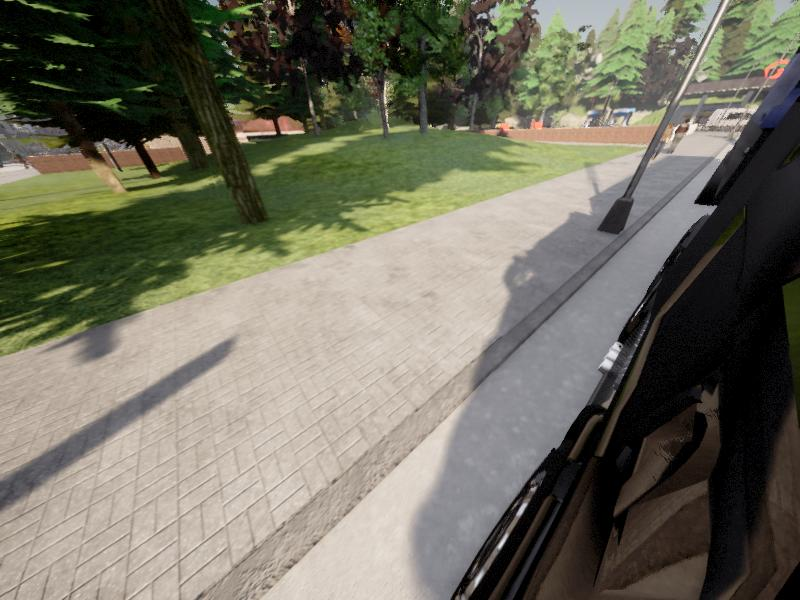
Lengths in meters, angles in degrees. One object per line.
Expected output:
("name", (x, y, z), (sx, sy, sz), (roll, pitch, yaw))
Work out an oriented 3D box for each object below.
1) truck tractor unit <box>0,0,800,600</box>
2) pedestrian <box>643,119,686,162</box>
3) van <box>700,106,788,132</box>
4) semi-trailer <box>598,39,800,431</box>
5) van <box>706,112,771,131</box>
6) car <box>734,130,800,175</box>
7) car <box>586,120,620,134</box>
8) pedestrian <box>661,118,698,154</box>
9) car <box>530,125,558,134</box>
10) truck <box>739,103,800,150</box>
("truck tractor unit", (2.645, -0.295, 0.351), (6.516, 4.208, 3.053), (-28, 44, -30))
("pedestrian", (14.433, -8.727, 12.678), (0.751, 1.860, 0.751), (20, 42, 27))
("van", (45.299, -23.982, 30.816), (1.988, 2.561, 5.915), (-6, 37, -8))
("semi-trailer", (8.673, -3.618, 4.259), (14.254, 4.402, 2.717), (-28, 44, -30))
("van", (48.708, -25.778, 33.424), (2.069, 2.038, 4.480), (-8, 37, -9))
("car", (17.604, -6.857, 10.584), (4.181, 1.385, 1.994), (-27, 43, -29))
("car", (36.885, -31.521, 42.039), (1.905, 1.878, 3.866), (-28, 43, -29))
("pedestrian", (18.135, -10.642, 15.010), (0.751, 1.860, 0.751), (-31, 45, -33))
("car", (32.279, -38.329, 51.866), (1.812, 1.442, 4.674), (-28, 43, -29))
("truck", (28.212, -12.839, 16.986), (5.204, 2.467, 2.627), (-28, 44, -29))
